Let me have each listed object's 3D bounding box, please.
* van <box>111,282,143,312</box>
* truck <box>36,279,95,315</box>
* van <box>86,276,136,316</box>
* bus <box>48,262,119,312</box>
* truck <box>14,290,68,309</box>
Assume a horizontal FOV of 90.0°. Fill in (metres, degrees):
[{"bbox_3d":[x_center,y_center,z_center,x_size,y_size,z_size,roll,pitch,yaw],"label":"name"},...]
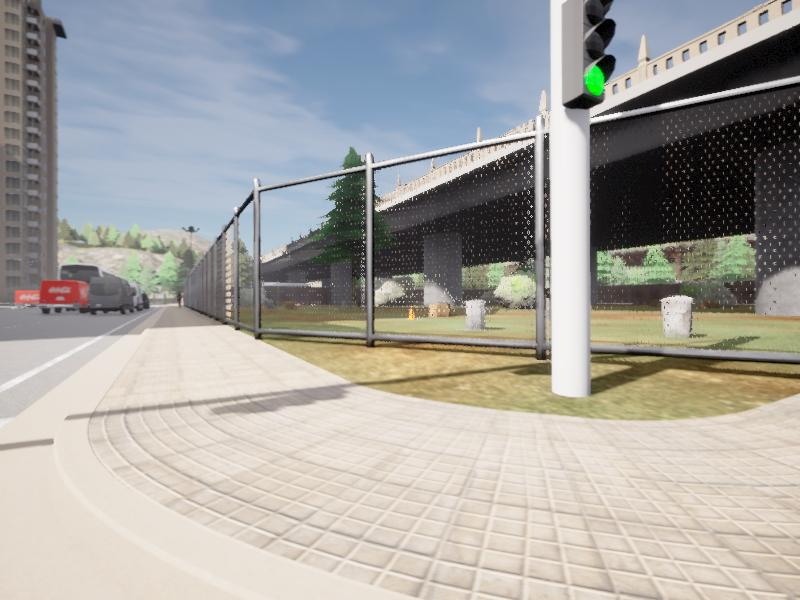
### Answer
[{"bbox_3d":[-24.777,-0.246,36.512,1.988,2.561,5.915,0,0,-30],"label":"van"},{"bbox_3d":[-25.559,-0.207,30.826,2.627,2.467,5.204,0,0,-30],"label":"truck"},{"bbox_3d":[-20.852,-0.255,29.111,1.988,2.561,5.915,0,0,-26],"label":"van"},{"bbox_3d":[-30.432,-1.084,39.088,3.944,4.253,10.273,0,0,-30],"label":"bus"},{"bbox_3d":[-50.658,-0.076,56.588,5.204,2.467,2.627,0,0,-30],"label":"truck"}]
